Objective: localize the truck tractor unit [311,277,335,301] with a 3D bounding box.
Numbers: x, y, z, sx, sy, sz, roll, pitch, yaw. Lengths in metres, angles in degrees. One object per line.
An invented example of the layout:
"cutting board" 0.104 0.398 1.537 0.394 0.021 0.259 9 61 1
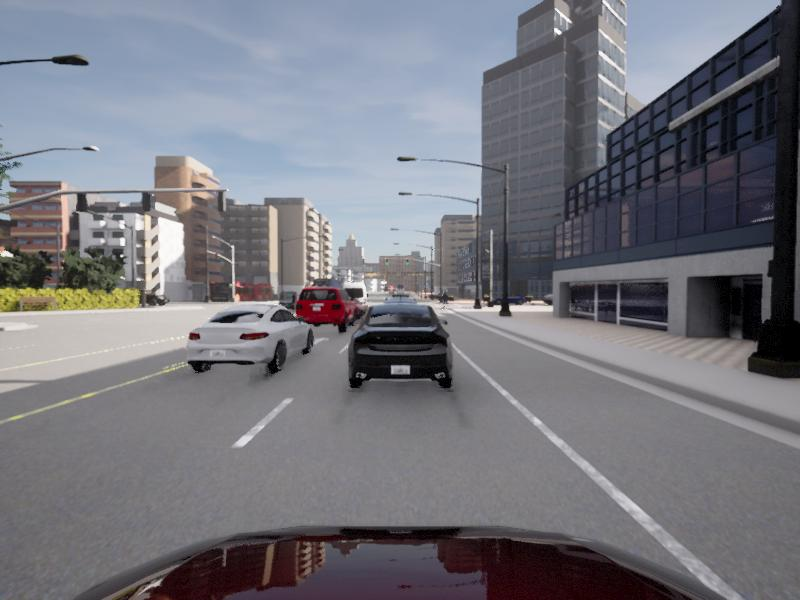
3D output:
"truck tractor unit" -13.895 -1.892 72.360 3.053 4.208 6.516 0 1 0

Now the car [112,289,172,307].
"car" -30.022 -0.283 46.626 5.566 2.045 2.150 0 2 1

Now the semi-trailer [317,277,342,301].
"semi-trailer" -13.932 -2.108 80.270 2.717 4.402 14.254 0 1 0

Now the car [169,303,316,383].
"car" -3.491 0.839 9.966 1.812 1.442 4.674 0 1 0

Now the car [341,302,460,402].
"car" 0.009 0.825 8.671 1.837 1.490 4.892 0 0 0

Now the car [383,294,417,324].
"car" 0.029 0.484 25.333 1.930 1.638 5.238 0 1 0

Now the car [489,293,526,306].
"car" 13.342 -0.089 49.740 4.193 1.474 1.816 0 2 1

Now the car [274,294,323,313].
"car" -9.120 0.259 36.518 1.882 1.535 5.008 1 2 19

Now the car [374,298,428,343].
"car" 0.019 0.721 16.459 1.882 1.535 5.008 0 1 0

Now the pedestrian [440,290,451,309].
"pedestrian" 4.558 -0.018 39.802 0.751 1.860 0.751 -1 2 -37

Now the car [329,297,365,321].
"car" -3.489 0.540 27.043 1.812 1.442 4.674 0 1 0

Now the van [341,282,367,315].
"van" -3.837 -0.173 34.022 1.988 2.561 5.915 0 2 -4

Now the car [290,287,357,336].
"car" -3.480 0.414 19.425 2.150 2.045 5.566 0 1 0

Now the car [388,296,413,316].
"car" 0.048 0.403 32.216 1.816 1.474 4.193 0 1 0

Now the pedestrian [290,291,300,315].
"pedestrian" -8.144 0.220 31.028 0.751 1.860 0.751 0 2 -14

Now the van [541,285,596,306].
"van" 20.822 -0.619 49.657 5.915 2.561 1.988 0 2 1
